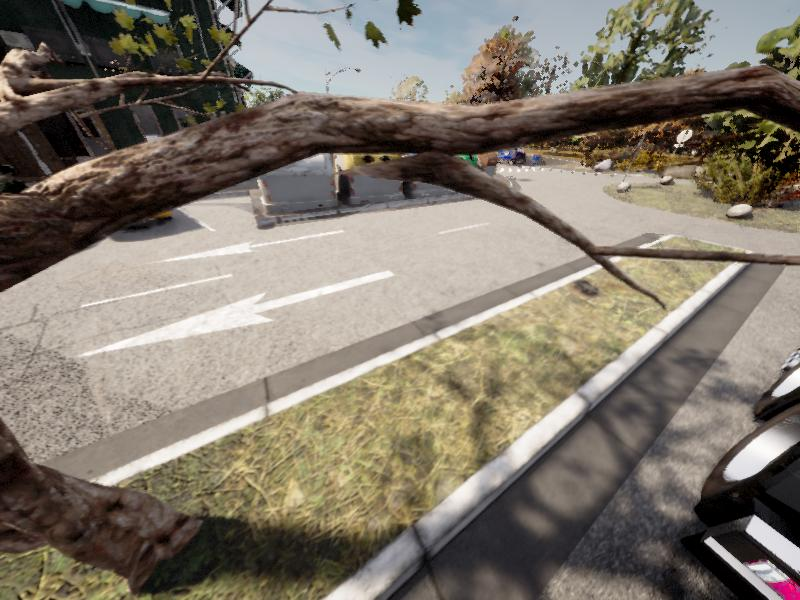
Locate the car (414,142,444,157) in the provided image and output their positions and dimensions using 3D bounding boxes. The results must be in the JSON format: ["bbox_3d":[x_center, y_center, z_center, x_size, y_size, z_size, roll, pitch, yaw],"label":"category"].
[{"bbox_3d":[5.350,-27.356,42.100,2.435,2.045,5.566,27,40,31],"label":"car"}]

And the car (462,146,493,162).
[{"bbox_3d":[11.292,-21.219,33.552,2.185,1.767,4.553,27,40,32],"label":"car"}]

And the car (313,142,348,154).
[{"bbox_3d":[-11.356,-24.935,37.902,2.097,1.535,5.008,26,41,32],"label":"car"}]

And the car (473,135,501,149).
[{"bbox_3d":[14.690,-26.864,39.311,1.851,1.617,3.988,-16,42,-25],"label":"car"}]

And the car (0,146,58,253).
[{"bbox_3d":[-11.723,-2.740,6.002,5.566,2.045,2.435,25,42,32],"label":"car"}]

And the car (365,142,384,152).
[{"bbox_3d":[-6.568,-39.323,59.409,2.185,1.767,4.553,27,40,32],"label":"car"}]

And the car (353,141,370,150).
[{"bbox_3d":[-10.934,-43.991,65.913,1.878,1.987,4.442,27,40,32],"label":"car"}]

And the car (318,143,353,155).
[{"bbox_3d":[-9.920,-23.422,35.792,2.163,1.488,4.792,27,42,32],"label":"car"}]

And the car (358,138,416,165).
[{"bbox_3d":[-1.170,-14.792,22.976,2.435,2.045,5.566,27,42,32],"label":"car"}]

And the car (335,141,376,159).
[{"bbox_3d":[-5.554,-19.121,29.378,2.185,1.767,4.553,26,41,32],"label":"car"}]

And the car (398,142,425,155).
[{"bbox_3d":[2.410,-30.398,46.449,2.435,2.045,5.566,27,40,31],"label":"car"}]

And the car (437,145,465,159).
[{"bbox_3d":[8.352,-24.259,37.900,2.185,1.767,4.553,27,40,31],"label":"car"}]

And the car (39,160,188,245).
[{"bbox_3d":[-9.225,-3.450,7.478,5.366,1.575,1.946,25,42,32],"label":"car"}]

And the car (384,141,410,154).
[{"bbox_3d":[-0.612,-33.392,50.720,2.435,2.045,5.566,27,40,31],"label":"car"}]

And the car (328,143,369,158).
[{"bbox_3d":[-6.878,-20.589,31.697,1.946,1.575,5.366,26,41,32],"label":"car"}]

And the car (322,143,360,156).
[{"bbox_3d":[-8.447,-21.979,33.683,2.231,1.521,4.892,26,41,32],"label":"car"}]

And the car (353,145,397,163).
[{"bbox_3d":[-2.622,-16.043,25.271,2.002,1.452,4.674,27,42,32],"label":"car"}]

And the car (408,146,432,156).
[{"bbox_3d":[3.845,-28.631,44.409,2.163,1.488,4.792,27,40,31],"label":"car"}]

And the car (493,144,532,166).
[{"bbox_3d":[14.306,-18.332,29.214,2.435,2.045,5.566,27,40,32],"label":"car"}]

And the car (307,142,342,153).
[{"bbox_3d":[-12.933,-26.337,39.892,1.946,1.575,5.366,27,42,32],"label":"car"}]

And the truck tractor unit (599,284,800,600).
[{"bbox_3d":[5.142,-0.267,0.731,6.516,4.208,3.053,-17,38,-22],"label":"truck tractor unit"}]

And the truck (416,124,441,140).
[{"bbox_3d":[6.236,-36.946,50.837,2.627,2.467,5.204,-16,42,-25],"label":"truck"}]

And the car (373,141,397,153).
[{"bbox_3d":[-3.546,-36.433,55.069,2.435,2.045,5.566,27,40,32],"label":"car"}]

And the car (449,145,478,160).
[{"bbox_3d":[9.849,-22.750,35.744,2.185,1.767,4.553,27,40,31],"label":"car"}]

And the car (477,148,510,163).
[{"bbox_3d":[12.802,-19.617,31.489,2.231,1.521,4.892,27,40,31],"label":"car"}]

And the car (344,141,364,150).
[{"bbox_3d":[-13.990,-46.969,70.107,2.435,2.045,5.566,27,40,31],"label":"car"}]

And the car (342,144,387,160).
[{"bbox_3d":[-4.082,-17.550,27.356,2.231,1.521,4.892,26,41,32],"label":"car"}]
